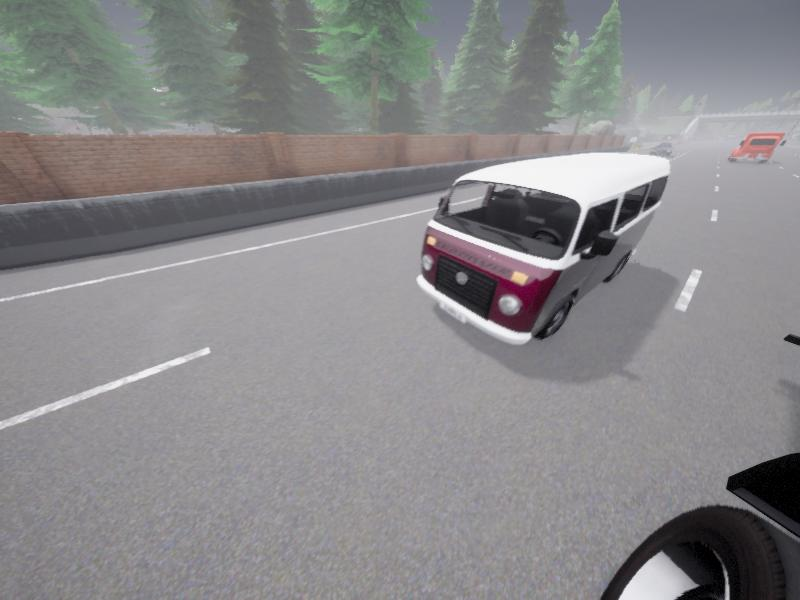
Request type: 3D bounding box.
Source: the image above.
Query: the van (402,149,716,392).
[{"bbox_3d":[2.448,-1.094,3.698,4.480,2.038,2.069,-24,42,-30],"label":"van"}]

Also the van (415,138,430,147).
[{"bbox_3d":[6.591,-47.471,69.572,1.775,1.987,4.442,-27,43,-32],"label":"van"}]

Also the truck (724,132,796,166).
[{"bbox_3d":[34.472,-14.708,22.384,5.204,2.467,2.627,-27,43,-33],"label":"truck"}]

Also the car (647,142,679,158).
[{"bbox_3d":[34.685,-19.767,30.413,4.974,1.542,2.038,-29,44,-34],"label":"car"}]

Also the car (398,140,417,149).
[{"bbox_3d":[1.897,-39.500,58.627,4.605,1.855,1.932,-27,43,-32],"label":"car"}]

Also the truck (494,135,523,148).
[{"bbox_3d":[25.913,-38.061,55.484,2.627,2.467,5.204,-26,43,-32],"label":"truck"}]
